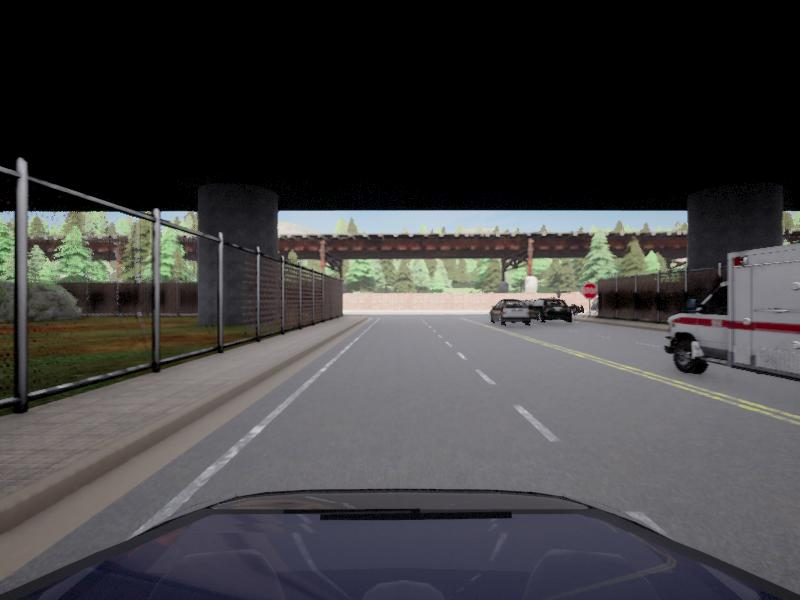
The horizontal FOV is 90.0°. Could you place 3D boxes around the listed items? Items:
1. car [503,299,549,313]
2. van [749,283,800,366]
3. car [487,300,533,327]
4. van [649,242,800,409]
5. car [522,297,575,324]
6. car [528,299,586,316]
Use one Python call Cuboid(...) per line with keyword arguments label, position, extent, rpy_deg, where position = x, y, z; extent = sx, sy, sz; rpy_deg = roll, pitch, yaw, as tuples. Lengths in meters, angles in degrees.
Cuboid(label="car", position=(16.150, 0.752, 51.349), extent=(5.238, 1.638, 1.930), rpy_deg=(0, 0, 1))
Cuboid(label="van", position=(10.499, 0.594, 8.787), extent=(1.775, 1.987, 4.442), rpy_deg=(0, 0, 0))
Cuboid(label="car", position=(7.005, 0.778, 25.829), extent=(1.851, 1.617, 3.988), rpy_deg=(0, 0, 0))
Cuboid(label="van", position=(7.002, 0.375, 6.167), extent=(2.351, 2.431, 6.366), rpy_deg=(0, 0, 0))
Cuboid(label="car", position=(10.502, 0.684, 28.748), extent=(2.097, 1.767, 4.553), rpy_deg=(0, 0, 0))
Cuboid(label="car", position=(15.944, 0.756, 40.843), extent=(5.238, 1.638, 1.930), rpy_deg=(0, 0, 1))
